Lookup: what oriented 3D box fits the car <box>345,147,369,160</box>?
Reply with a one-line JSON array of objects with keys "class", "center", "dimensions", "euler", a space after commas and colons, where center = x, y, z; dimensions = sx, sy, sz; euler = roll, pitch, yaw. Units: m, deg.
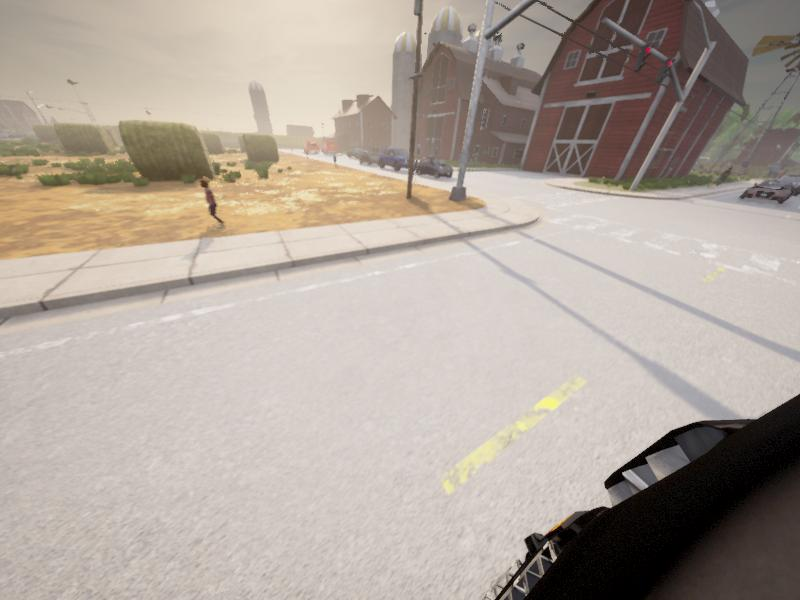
[{"class": "car", "center": [-7.572, -25.619, 40.423], "dimensions": [2.152, 1.651, 5.027], "euler": [-18, 38, -27]}]

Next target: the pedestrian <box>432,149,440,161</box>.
[{"class": "pedestrian", "center": [6.307, -25.518, 40.675], "dimensions": [0.751, 1.860, 0.751], "euler": [30, 42, 35]}]

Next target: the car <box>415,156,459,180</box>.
[{"class": "car", "center": [3.182, -11.787, 20.576], "dimensions": [1.845, 1.501, 3.633], "euler": [-17, 38, -27]}]

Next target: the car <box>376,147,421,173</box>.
[{"class": "car", "center": [-0.343, -15.321, 25.169], "dimensions": [2.150, 2.045, 5.566], "euler": [-17, 38, -27]}]

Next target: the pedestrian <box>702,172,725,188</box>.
[{"class": "pedestrian", "center": [30.957, -11.834, 22.813], "dimensions": [0.751, 1.300, 0.751], "euler": [-17, 38, -27]}]

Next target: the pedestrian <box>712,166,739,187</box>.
[{"class": "pedestrian", "center": [34.503, -13.094, 24.491], "dimensions": [0.751, 1.860, 0.751], "euler": [-16, 38, -26]}]

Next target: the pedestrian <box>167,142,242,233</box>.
[{"class": "pedestrian", "center": [-4.749, -2.742, 5.698], "dimensions": [0.751, 1.860, 0.751], "euler": [-26, 43, -36]}]

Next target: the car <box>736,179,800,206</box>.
[{"class": "car", "center": [27.357, -8.041, 17.059], "dimensions": [4.181, 1.385, 1.994], "euler": [-16, 38, -26]}]

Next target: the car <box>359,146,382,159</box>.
[{"class": "car", "center": [-5.626, -28.418, 44.369], "dimensions": [3.866, 1.878, 1.905], "euler": [10, 40, 13]}]

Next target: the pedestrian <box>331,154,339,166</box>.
[{"class": "pedestrian", "center": [-6.758, -14.592, 24.093], "dimensions": [0.500, 1.100, 0.500], "euler": [30, 42, 34]}]

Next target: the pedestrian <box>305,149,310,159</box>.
[{"class": "pedestrian", "center": [-13.397, -21.133, 33.436], "dimensions": [0.500, 1.100, 0.500], "euler": [-13, 37, -22]}]

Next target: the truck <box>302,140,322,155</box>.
[{"class": "truck", "center": [-19.064, -33.026, 50.028], "dimensions": [2.627, 2.467, 5.204], "euler": [-17, 38, -27]}]

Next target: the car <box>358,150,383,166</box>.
[{"class": "car", "center": [-3.828, -18.363, 29.927], "dimensions": [1.789, 1.549, 3.705], "euler": [-17, 38, -27]}]

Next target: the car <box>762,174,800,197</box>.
[{"class": "car", "center": [38.030, -11.240, 22.494], "dimensions": [5.238, 1.638, 1.930], "euler": [-16, 38, -26]}]

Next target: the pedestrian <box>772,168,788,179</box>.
[{"class": "pedestrian", "center": [74.204, -24.672, 45.143], "dimensions": [0.751, 1.860, 0.751], "euler": [-18, 39, -28]}]

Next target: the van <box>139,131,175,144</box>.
[{"class": "van", "center": [-65.721, -43.938, 62.695], "dimensions": [5.915, 2.561, 1.988], "euler": [-16, 38, -27]}]

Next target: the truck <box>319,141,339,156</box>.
[{"class": "truck", "center": [-15.818, -33.685, 51.264], "dimensions": [2.627, 2.467, 5.204], "euler": [-17, 38, -27]}]
